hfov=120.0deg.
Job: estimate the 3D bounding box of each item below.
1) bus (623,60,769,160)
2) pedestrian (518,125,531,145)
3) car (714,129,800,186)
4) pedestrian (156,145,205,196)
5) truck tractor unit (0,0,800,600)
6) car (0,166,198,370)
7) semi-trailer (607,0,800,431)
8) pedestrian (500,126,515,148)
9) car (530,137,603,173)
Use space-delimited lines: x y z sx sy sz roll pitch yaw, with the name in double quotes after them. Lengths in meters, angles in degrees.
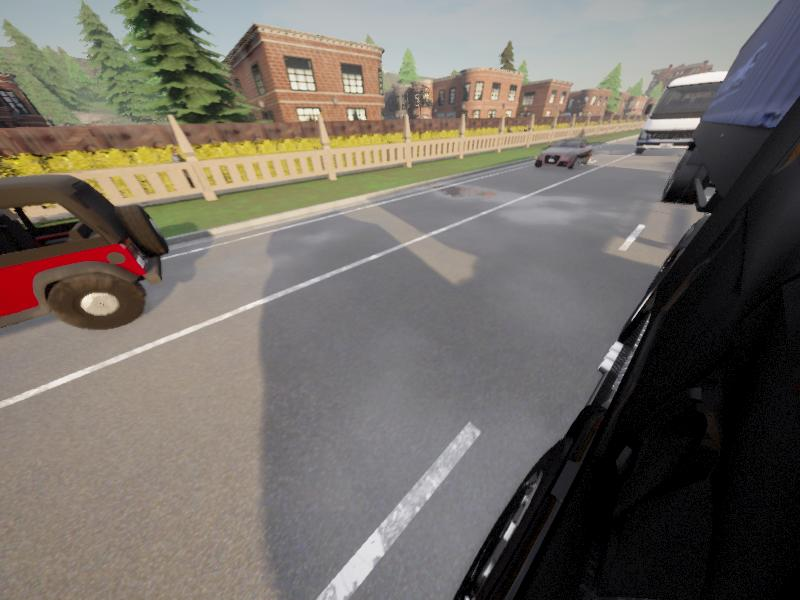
20.968 -13.194 16.606 10.273 4.253 3.944 -29 44 -31 "bus"
14.780 -19.635 27.484 0.751 1.860 0.751 -29 44 -31 "pedestrian"
15.872 -6.031 9.534 2.128 1.511 4.902 22 44 27 "car"
-9.794 -5.804 10.363 0.751 1.860 0.751 26 45 33 "pedestrian"
2.645 -0.295 0.351 6.516 4.208 3.053 -28 44 -30 "truck tractor unit"
-5.521 -0.337 2.926 3.866 1.878 1.905 -29 44 -31 "car"
8.267 -3.851 4.633 2.717 4.402 14.254 28 47 35 "semi-trailer"
11.341 -17.175 24.376 0.751 1.860 0.751 -29 44 -31 "pedestrian"
9.829 -8.667 13.643 4.181 1.385 1.994 -29 44 -31 "car"
